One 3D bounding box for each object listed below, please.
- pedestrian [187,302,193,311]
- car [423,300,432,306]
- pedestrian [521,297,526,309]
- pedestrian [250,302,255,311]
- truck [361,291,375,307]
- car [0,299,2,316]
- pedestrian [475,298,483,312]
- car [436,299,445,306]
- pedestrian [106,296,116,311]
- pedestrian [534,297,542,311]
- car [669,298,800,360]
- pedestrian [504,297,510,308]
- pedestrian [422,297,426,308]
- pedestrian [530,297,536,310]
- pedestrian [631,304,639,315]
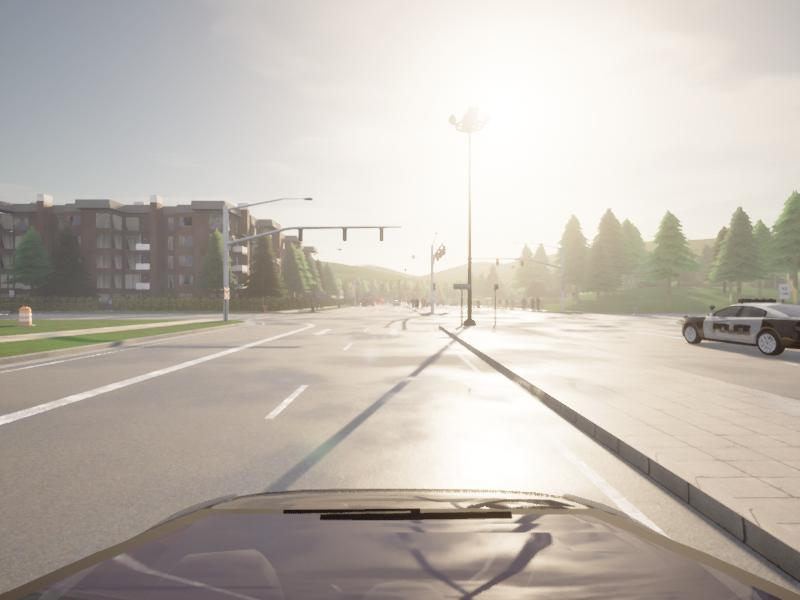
[{"bbox_3d":[-26.655,0.865,50.712,0.500,1.100,0.500,0,0,-1],"label":"pedestrian"},{"bbox_3d":[7.006,0.720,103.468,1.930,1.638,5.238,0,0,-2],"label":"car"},{"bbox_3d":[19.045,0.474,61.703,0.751,1.860,0.751,0,0,6],"label":"pedestrian"},{"bbox_3d":[-18.630,0.865,50.580,0.500,1.100,0.500,0,0,3],"label":"pedestrian"},{"bbox_3d":[-7.937,-0.324,100.313,2.891,3.827,8.468,0,0,-1],"label":"truck"},{"bbox_3d":[-42.239,0.757,39.048,4.611,1.667,2.242,0,0,-1],"label":"car"},{"bbox_3d":[10.238,0.637,51.946,0.751,1.860,0.751,0,0,-11],"label":"pedestrian"},{"bbox_3d":[10.501,0.654,103.771,1.932,1.855,4.605,0,0,-2],"label":"car"},{"bbox_3d":[-36.600,0.485,50.641,0.751,1.860,0.751,0,0,1],"label":"pedestrian"},{"bbox_3d":[18.624,0.474,53.936,0.751,1.860,0.751,0,0,-37],"label":"pedestrian"},{"bbox_3d":[11.476,0.771,13.033,1.930,1.638,5.238,0,0,0],"label":"car"},{"bbox_3d":[18.912,0.474,70.773,0.751,1.860,0.751,0,0,-3],"label":"pedestrian"},{"bbox_3d":[4.246,0.485,71.393,0.751,1.860,0.751,0,0,1],"label":"pedestrian"},{"bbox_3d":[18.081,0.474,54.418,0.751,1.860,0.751,0,0,15],"label":"pedestrian"},{"bbox_3d":[25.172,1.017,42.878,0.500,1.100,0.500,0,0,2],"label":"pedestrian"}]
